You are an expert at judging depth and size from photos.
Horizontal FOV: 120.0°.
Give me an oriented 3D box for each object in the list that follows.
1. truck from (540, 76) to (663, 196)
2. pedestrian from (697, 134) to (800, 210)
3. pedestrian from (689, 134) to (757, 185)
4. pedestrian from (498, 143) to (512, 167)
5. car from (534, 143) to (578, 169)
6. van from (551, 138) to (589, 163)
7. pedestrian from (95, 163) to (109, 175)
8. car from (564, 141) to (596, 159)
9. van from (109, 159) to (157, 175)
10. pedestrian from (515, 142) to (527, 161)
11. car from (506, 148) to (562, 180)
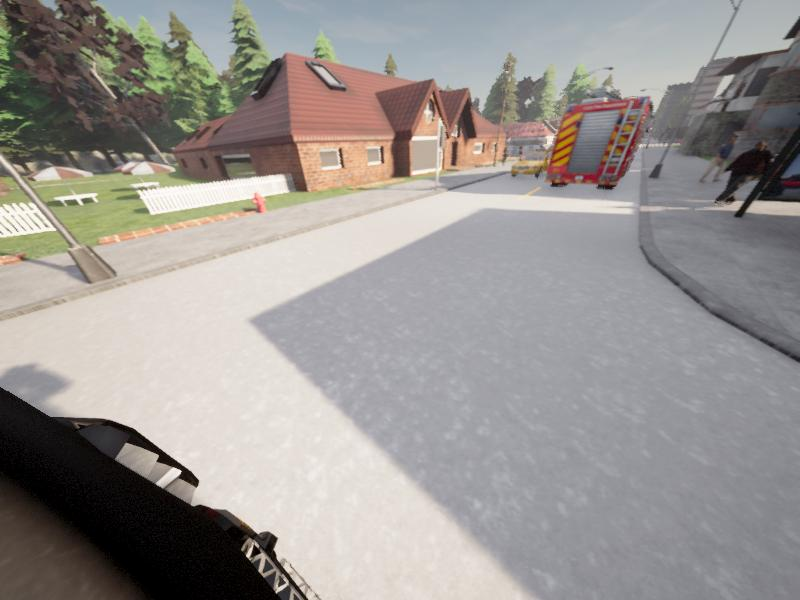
[{"bbox_3d":[10.969,-8.521,12.462,2.891,3.827,8.468,25,43,35],"label":"truck"},{"bbox_3d":[10.265,-3.776,6.906,0.751,1.860,0.751,-9,34,-9],"label":"pedestrian"},{"bbox_3d":[14.154,-6.167,10.200,0.751,1.860,0.751,3,34,8],"label":"pedestrian"},{"bbox_3d":[9.929,-13.712,21.896,0.751,1.860,0.751,15,37,25],"label":"pedestrian"},{"bbox_3d":[14.221,-13.133,20.982,2.097,1.767,4.553,24,42,34],"label":"car"},{"bbox_3d":[18.327,-16.070,24.857,2.069,2.038,4.480,24,42,34],"label":"van"},{"bbox_3d":[-58.613,-25.769,45.401,0.751,1.860,0.751,18,39,28],"label":"pedestrian"},{"bbox_3d":[22.805,-18.986,29.228,2.242,1.667,4.611,24,42,34],"label":"car"},{"bbox_3d":[-59.132,-29.631,51.359,2.351,2.431,6.366,24,42,34],"label":"van"},{"bbox_3d":[14.548,-17.887,27.817,0.751,1.860,0.751,24,42,34],"label":"pedestrian"},{"bbox_3d":[9.756,-9.917,16.686,1.801,1.575,5.366,25,42,35],"label":"car"}]
